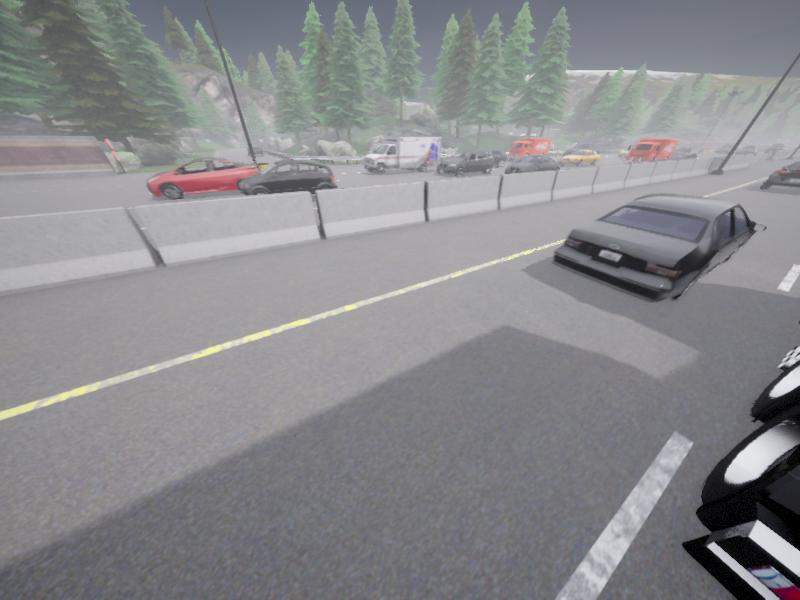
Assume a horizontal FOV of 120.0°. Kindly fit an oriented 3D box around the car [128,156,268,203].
[{"bbox_3d":[-9.114,-5.879,11.032,4.514,1.525,2.007,-18,39,-24],"label":"car"}]

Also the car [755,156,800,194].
[{"bbox_3d":[23.159,-7.192,13.180,4.974,1.542,2.038,-18,39,-24],"label":"car"}]

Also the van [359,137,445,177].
[{"bbox_3d":[0.264,-11.638,18.590,6.366,2.431,2.351,-18,39,-24],"label":"van"}]

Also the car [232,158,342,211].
[{"bbox_3d":[-4.667,-5.036,9.835,3.705,1.549,1.789,-18,39,-25],"label":"car"}]

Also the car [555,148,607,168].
[{"bbox_3d":[19.321,-15.201,24.604,5.366,1.575,1.801,-18,39,-24],"label":"car"}]

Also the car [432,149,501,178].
[{"bbox_3d":[5.093,-10.594,17.794,4.611,1.667,2.242,-18,39,-24],"label":"car"}]

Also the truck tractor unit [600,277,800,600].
[{"bbox_3d":[5.130,-0.282,0.747,6.516,4.208,3.053,-17,39,-23],"label":"truck tractor unit"}]

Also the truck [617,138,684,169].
[{"bbox_3d":[26.374,-15.557,24.390,5.204,2.467,2.627,-18,39,-24],"label":"truck"}]

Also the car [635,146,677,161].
[{"bbox_3d":[36.072,-20.698,32.557,4.611,1.667,2.242,-18,39,-24],"label":"car"}]

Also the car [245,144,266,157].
[{"bbox_3d":[-22.667,-23.438,36.143,2.128,1.511,4.902,-19,39,-26],"label":"car"}]

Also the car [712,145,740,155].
[{"bbox_3d":[68.877,-31.731,48.786,4.611,1.667,2.242,-18,39,-24],"label":"car"}]

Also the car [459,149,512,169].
[{"bbox_3d":[8.434,-13.928,22.762,4.892,1.490,1.837,-18,39,-24],"label":"car"}]

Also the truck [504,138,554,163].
[{"bbox_3d":[16.525,-19.277,29.651,5.204,2.467,2.627,-18,39,-24],"label":"truck"}]

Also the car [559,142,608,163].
[{"bbox_3d":[23.739,-19.142,29.895,5.566,2.045,2.150,-18,39,-24],"label":"car"}]

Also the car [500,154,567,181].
[{"bbox_3d":[9.655,-9.653,16.744,4.181,1.385,1.994,-18,39,-24],"label":"car"}]

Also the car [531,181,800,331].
[{"bbox_3d":[5.578,-1.392,4.824,5.357,1.411,2.033,-18,39,-25],"label":"car"}]

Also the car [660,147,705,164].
[{"bbox_3d":[35.333,-18.132,28.902,4.856,1.649,2.033,-18,39,-24],"label":"car"}]
